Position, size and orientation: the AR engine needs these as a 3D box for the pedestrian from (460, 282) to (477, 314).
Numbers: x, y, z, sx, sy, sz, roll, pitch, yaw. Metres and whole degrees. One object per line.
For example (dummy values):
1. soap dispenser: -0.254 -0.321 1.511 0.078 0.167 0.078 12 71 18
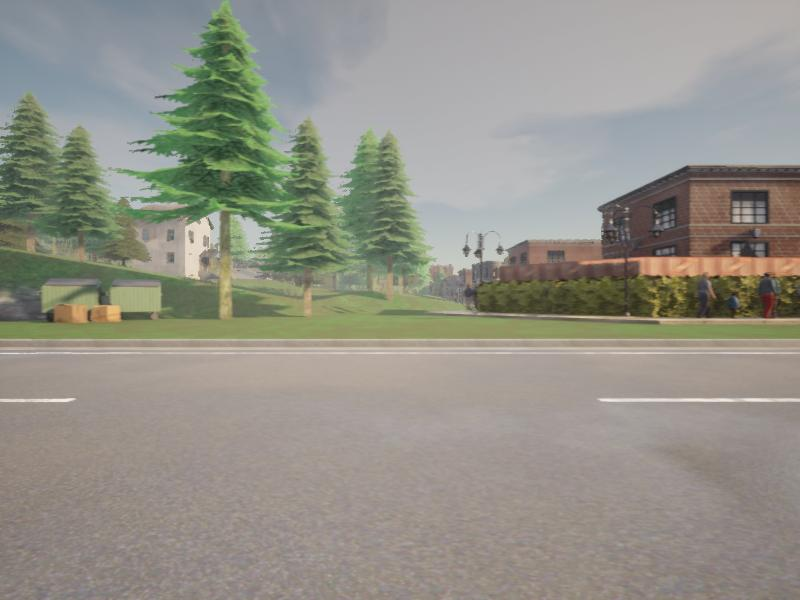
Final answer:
1. pedestrian: 4.084 -0.117 23.800 0.751 1.860 0.751 0 0 37

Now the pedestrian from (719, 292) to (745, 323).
1. pedestrian: 11.968 0.261 14.428 0.500 1.100 0.500 0 0 3

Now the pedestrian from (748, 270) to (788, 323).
1. pedestrian: 13.152 -0.120 14.332 0.751 1.860 0.751 0 0 2

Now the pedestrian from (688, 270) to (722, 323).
1. pedestrian: 11.015 -0.119 14.472 0.751 1.860 0.751 0 0 15

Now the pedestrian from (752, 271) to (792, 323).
1. pedestrian: 13.582 -0.120 14.634 0.751 1.860 0.751 0 0 0

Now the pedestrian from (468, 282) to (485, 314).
1. pedestrian: 4.645 -0.117 24.266 0.751 1.860 0.751 0 0 41

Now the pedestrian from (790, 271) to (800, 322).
1. pedestrian: 14.869 -0.120 14.519 0.751 1.860 0.751 0 0 -21
